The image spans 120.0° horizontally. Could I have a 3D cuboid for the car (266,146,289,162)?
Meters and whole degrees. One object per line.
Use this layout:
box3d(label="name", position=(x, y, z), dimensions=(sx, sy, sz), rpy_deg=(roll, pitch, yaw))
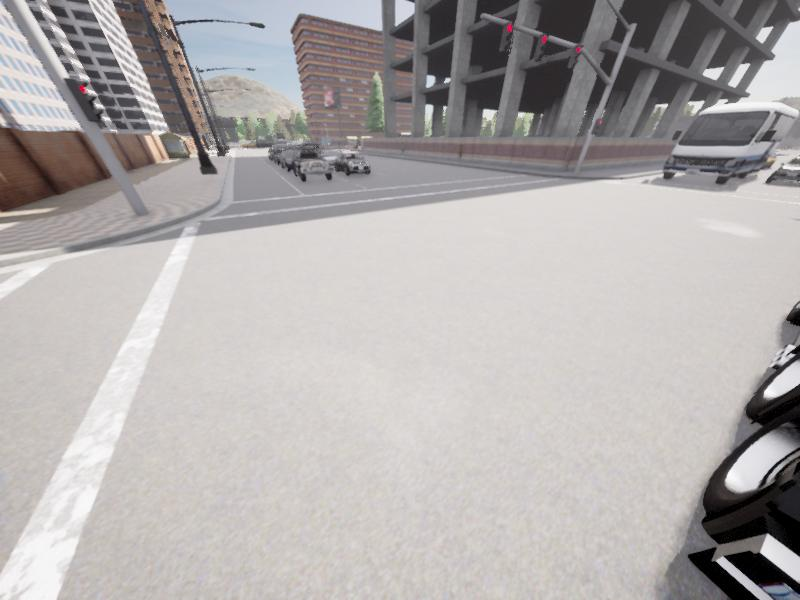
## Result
box3d(label="car", position=(-15.540, -18.486, 29.186), dimensions=(1.816, 1.474, 4.193), rpy_deg=(-18, 39, -24))

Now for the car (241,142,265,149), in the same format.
box3d(label="car", position=(-41.629, -43.932, 65.515), dimensions=(5.366, 1.575, 1.801), rpy_deg=(-18, 39, -25))

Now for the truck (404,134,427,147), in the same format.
box3d(label="truck", position=(6.008, -60.529, 87.814), dimensions=(8.468, 3.827, 2.891), rpy_deg=(-18, 39, -25))

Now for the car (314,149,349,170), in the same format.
box3d(label="car", position=(-6.659, -13.639, 22.317), dimensions=(1.812, 1.442, 4.674), rpy_deg=(-18, 39, -24))

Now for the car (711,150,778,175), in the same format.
box3d(label="car", position=(30.939, -12.465, 20.759), dimensions=(4.611, 1.667, 2.242), rpy_deg=(-18, 39, -25))

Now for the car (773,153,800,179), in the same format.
box3d(label="car", position=(31.802, -10.367, 17.888), dimensions=(4.902, 1.511, 2.128), rpy_deg=(-18, 39, -25))

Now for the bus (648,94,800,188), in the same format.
box3d(label="bus", position=(23.368, -10.930, 16.222), dimensions=(10.273, 4.253, 3.944), rpy_deg=(-18, 39, -25))

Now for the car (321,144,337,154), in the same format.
box3d(label="car", position=(-13.387, -28.377, 43.370), dimensions=(1.789, 1.549, 3.705), rpy_deg=(-18, 39, -24))

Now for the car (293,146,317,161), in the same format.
box3d(label="car", position=(-12.882, -19.850, 31.156), dimensions=(1.837, 1.490, 4.892), rpy_deg=(-18, 39, -24))

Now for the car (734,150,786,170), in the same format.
box3d(label="car", position=(37.040, -14.452, 23.752), dimensions=(5.366, 1.575, 1.801), rpy_deg=(-18, 39, -25))

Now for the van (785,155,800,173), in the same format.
box3d(label="van", position=(38.355, -12.919, 20.815), dimensions=(6.366, 2.431, 2.351), rpy_deg=(-18, 39, -25))

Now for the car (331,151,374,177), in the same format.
box3d(label="car", position=(-3.795, -10.820, 18.256), dimensions=(1.970, 1.475, 3.806), rpy_deg=(-18, 39, -24))

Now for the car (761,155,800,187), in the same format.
box3d(label="car", position=(26.263, -8.547, 15.183), dimensions=(3.705, 1.549, 1.789), rpy_deg=(-18, 39, -25))

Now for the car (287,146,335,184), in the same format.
box3d(label="car", position=(-6.129, -9.339, 15.752), dimensions=(1.932, 1.855, 4.605), rpy_deg=(-17, 38, -23))

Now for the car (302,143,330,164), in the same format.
box3d(label="car", position=(-9.692, -16.840, 26.504), dimensions=(1.905, 1.878, 3.866), rpy_deg=(-18, 39, -25))

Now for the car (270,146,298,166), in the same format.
box3d(label="car", position=(-12.459, -15.471, 24.759), dimensions=(1.851, 1.617, 3.988), rpy_deg=(-18, 39, -24))

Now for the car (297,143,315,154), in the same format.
box3d(label="car", position=(-18.034, -29.028, 44.201), dimensions=(2.033, 1.649, 4.856), rpy_deg=(-18, 39, -24))

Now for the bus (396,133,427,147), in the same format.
box3d(label="bus", position=(4.121, -57.856, 83.575), dimensions=(10.273, 4.253, 3.944), rpy_deg=(-18, 39, -25))

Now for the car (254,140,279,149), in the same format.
box3d(label="car", position=(-37.012, -43.341, 64.270), dimensions=(5.566, 2.045, 2.150), rpy_deg=(-18, 39, -25))

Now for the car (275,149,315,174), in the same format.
box3d(label="car", position=(-9.235, -12.219, 20.218), dimensions=(2.163, 1.488, 4.792), rpy_deg=(-18, 39, -24))

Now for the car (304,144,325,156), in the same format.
box3d(label="car", position=(-14.663, -25.627, 39.439), dimensions=(2.128, 1.511, 4.902), rpy_deg=(-18, 39, -24))

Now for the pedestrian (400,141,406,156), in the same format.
box3d(label="pedestrian", position=(0.448, -23.912, 36.488), dimensions=(0.751, 1.860, 0.751), rpy_deg=(-16, 38, -23))

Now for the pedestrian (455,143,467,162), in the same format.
box3d(label="pedestrian", position=(6.981, -17.024, 26.637), dimensions=(0.751, 1.860, 0.751), rpy_deg=(-16, 38, -22))

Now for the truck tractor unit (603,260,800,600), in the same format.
box3d(label="truck tractor unit", position=(5.102, -0.310, 0.798), dimensions=(6.516, 4.208, 3.053), rpy_deg=(-19, 39, -25))

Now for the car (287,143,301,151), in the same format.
box3d(label="car", position=(-24.722, -35.606, 53.760), dimensions=(2.007, 1.525, 4.514), rpy_deg=(-18, 39, -24))
